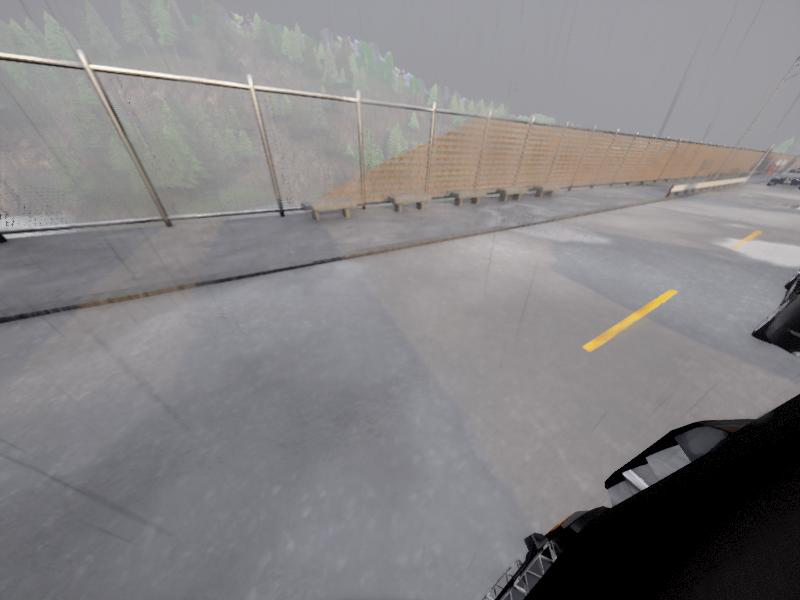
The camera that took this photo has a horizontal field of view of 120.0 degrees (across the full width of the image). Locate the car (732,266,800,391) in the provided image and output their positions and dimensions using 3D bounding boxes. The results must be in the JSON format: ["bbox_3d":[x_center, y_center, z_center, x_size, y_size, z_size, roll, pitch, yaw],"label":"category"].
[{"bbox_3d":[6.909,-0.032,2.942,5.008,1.535,1.882,-16,38,-26],"label":"car"}]

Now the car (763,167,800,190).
[{"bbox_3d":[37.900,-11.741,22.218,5.027,1.651,2.152,-16,38,-25],"label":"car"}]

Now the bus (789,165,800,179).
[{"bbox_3d":[63.845,-20.355,34.290,10.273,4.253,3.944,-16,38,-26],"label":"bus"}]

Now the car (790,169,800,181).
[{"bbox_3d":[54.207,-16.544,30.340,4.611,1.667,2.242,-16,38,-26],"label":"car"}]

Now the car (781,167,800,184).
[{"bbox_3d":[46.996,-14.410,26.756,4.856,1.649,2.033,-16,38,-26],"label":"car"}]
